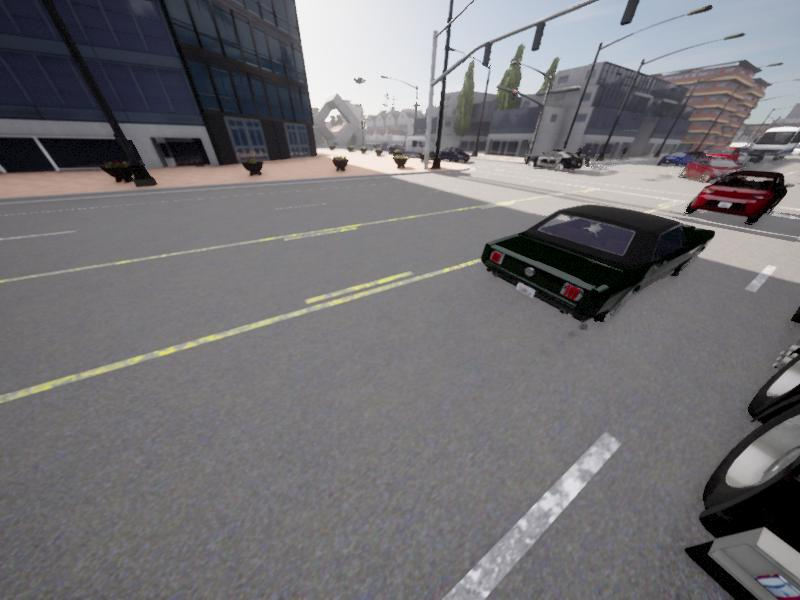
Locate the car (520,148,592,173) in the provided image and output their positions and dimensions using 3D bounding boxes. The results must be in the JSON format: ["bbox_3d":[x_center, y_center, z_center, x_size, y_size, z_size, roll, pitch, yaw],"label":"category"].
[{"bbox_3d":[14.600,-13.393,22.048,1.930,1.638,5.238,-15,38,-22],"label":"car"}]

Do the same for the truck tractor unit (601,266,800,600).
[{"bbox_3d":[5.117,-0.293,0.775,6.516,4.208,3.053,-18,39,-24],"label":"truck tractor unit"}]

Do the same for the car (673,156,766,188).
[{"bbox_3d":[22.078,-9.154,16.316,1.812,1.442,4.674,15,37,19],"label":"car"}]

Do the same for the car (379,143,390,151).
[{"bbox_3d":[-3.590,-34.509,52.121,1.816,1.474,4.193,-6,35,-11],"label":"car"}]

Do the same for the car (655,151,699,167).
[{"bbox_3d":[34.772,-17.773,29.008,5.008,1.535,1.882,-17,39,-25],"label":"car"}]

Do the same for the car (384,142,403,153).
[{"bbox_3d":[-1.451,-30.666,46.486,1.930,1.638,5.238,-13,37,-20],"label":"car"}]

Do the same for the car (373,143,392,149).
[{"bbox_3d":[-4.740,-41.734,62.602,2.033,1.411,5.357,25,41,30],"label":"car"}]

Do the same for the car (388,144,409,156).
[{"bbox_3d":[-0.343,-24.798,38.133,1.845,1.501,3.633,-17,39,-25],"label":"car"}]

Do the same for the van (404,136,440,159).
[{"bbox_3d":[3.015,-21.866,33.114,1.988,2.561,5.915,-17,39,-24],"label":"van"}]

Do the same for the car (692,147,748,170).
[{"bbox_3d":[36.540,-16.233,26.386,5.566,2.045,2.150,-17,39,-25],"label":"car"}]

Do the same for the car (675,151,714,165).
[{"bbox_3d":[40.399,-19.535,31.707,4.892,1.490,1.837,-18,39,-24],"label":"car"}]

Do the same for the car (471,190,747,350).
[{"bbox_3d":[3.871,-1.006,4.326,4.718,1.301,1.895,-18,39,-24],"label":"car"}]

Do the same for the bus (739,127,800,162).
[{"bbox_3d":[60.315,-24.864,36.813,10.273,4.253,3.944,-18,39,-24],"label":"bus"}]

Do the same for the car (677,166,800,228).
[{"bbox_3d":[12.716,-3.972,8.575,4.193,1.474,1.816,-19,39,-26],"label":"car"}]

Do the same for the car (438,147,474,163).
[{"bbox_3d":[6.675,-17.667,28.095,1.816,1.474,4.193,-17,39,-24],"label":"car"}]

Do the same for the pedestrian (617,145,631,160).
[{"bbox_3d":[34.357,-22.643,35.440,0.751,1.860,0.751,-22,41,-30],"label":"pedestrian"}]
